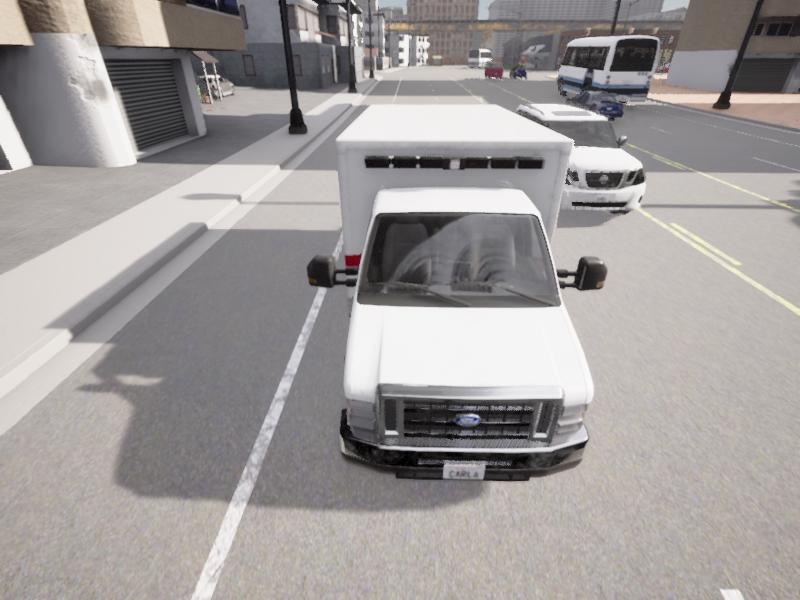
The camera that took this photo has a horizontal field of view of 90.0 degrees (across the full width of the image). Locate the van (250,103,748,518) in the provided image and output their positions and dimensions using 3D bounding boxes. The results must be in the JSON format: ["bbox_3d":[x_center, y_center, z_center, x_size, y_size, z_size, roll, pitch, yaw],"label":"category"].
[{"bbox_3d":[0.532,-0.976,5.259,2.351,2.431,6.366,1,30,1],"label":"van"}]

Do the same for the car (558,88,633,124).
[{"bbox_3d":[11.556,-11.785,24.098,2.033,1.411,5.357,1,32,1],"label":"car"}]

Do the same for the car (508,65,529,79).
[{"bbox_3d":[15.894,-30.654,53.831,1.845,1.501,3.633,1,32,1],"label":"car"}]

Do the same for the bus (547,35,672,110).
[{"bbox_3d":[15.135,-17.536,30.528,3.944,4.253,10.273,1,33,1],"label":"bus"}]

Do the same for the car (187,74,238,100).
[{"bbox_3d":[-14.240,-16.380,30.687,1.970,1.475,3.806,1,32,1],"label":"car"}]

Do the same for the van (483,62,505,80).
[{"bbox_3d":[12.369,-30.340,52.903,1.775,1.987,4.442,1,32,1],"label":"van"}]

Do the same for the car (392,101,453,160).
[{"bbox_3d":[0.834,-7.048,16.313,2.128,1.511,4.902,1,31,1],"label":"car"}]

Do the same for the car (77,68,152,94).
[{"bbox_3d":[-22.309,-17.353,31.584,2.152,1.636,5.027,1,31,1],"label":"car"}]

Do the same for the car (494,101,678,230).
[{"bbox_3d":[4.185,-3.814,10.426,2.150,2.045,5.566,0,31,1],"label":"car"}]
